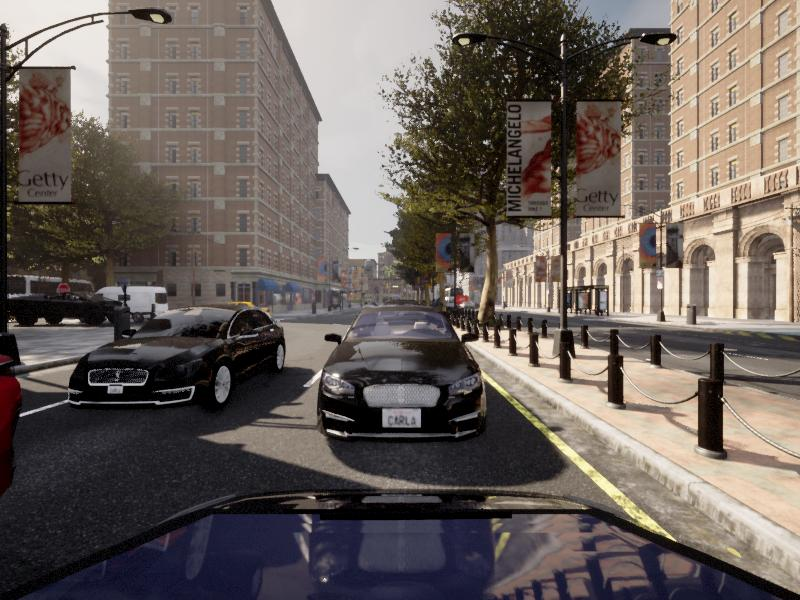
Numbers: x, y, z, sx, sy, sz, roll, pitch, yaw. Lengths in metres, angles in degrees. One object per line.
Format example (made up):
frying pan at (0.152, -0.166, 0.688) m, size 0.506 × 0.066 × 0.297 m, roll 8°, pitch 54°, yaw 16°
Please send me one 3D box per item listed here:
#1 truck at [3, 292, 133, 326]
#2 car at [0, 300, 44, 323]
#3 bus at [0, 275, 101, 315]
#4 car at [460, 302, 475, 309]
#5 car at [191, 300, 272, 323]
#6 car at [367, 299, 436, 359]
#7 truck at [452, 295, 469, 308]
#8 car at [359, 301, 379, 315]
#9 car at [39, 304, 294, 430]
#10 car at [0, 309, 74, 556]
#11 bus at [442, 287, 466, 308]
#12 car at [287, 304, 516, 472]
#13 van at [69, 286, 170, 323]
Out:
truck at (-20.892, 0.542, 25.433) m, size 6.274 × 2.098 × 2.390 m, roll 0°, pitch 0°, yaw -1°
car at (-29.238, 0.801, 28.925) m, size 5.366 × 1.575 × 1.801 m, roll 0°, pitch 0°, yaw 1°
bus at (-41.491, -0.535, 47.679) m, size 3.944 × 4.253 × 10.273 m, roll 0°, pitch 0°, yaw 0°
car at (11.736, 0.942, 70.013) m, size 1.895 × 1.301 × 4.718 m, roll 0°, pitch 0°, yaw 0°
car at (-12.341, 0.801, 29.645) m, size 5.366 × 1.575 × 1.801 m, roll 0°, pitch 0°, yaw -19°
car at (0.043, 0.788, 12.806) m, size 1.851 × 1.617 × 3.988 m, roll 0°, pitch 0°, yaw 0°
truck at (11.763, 0.355, 78.047) m, size 2.627 × 2.467 × 5.204 m, roll 0°, pitch 0°, yaw 0°
car at (-3.351, 0.827, 44.086) m, size 1.845 × 1.501 × 3.633 m, roll 0°, pitch 0°, yaw 0°
car at (-3.503, 0.845, 7.333) m, size 1.837 × 1.490 × 4.892 m, roll 0°, pitch 0°, yaw 0°
car at (-3.495, 0.828, 0.791) m, size 2.007 × 1.525 × 4.514 m, roll 0°, pitch 0°, yaw 0°
bus at (11.676, -0.538, 88.180) m, size 3.944 × 4.253 × 10.273 m, roll 0°, pitch 0°, yaw 0°
car at (0.023, 0.836, 6.166) m, size 2.128 × 1.511 × 4.902 m, roll 0°, pitch 0°, yaw 0°
van at (-20.213, 0.322, 29.025) m, size 5.915 × 2.561 × 1.988 m, roll 0°, pitch 0°, yaw -2°
